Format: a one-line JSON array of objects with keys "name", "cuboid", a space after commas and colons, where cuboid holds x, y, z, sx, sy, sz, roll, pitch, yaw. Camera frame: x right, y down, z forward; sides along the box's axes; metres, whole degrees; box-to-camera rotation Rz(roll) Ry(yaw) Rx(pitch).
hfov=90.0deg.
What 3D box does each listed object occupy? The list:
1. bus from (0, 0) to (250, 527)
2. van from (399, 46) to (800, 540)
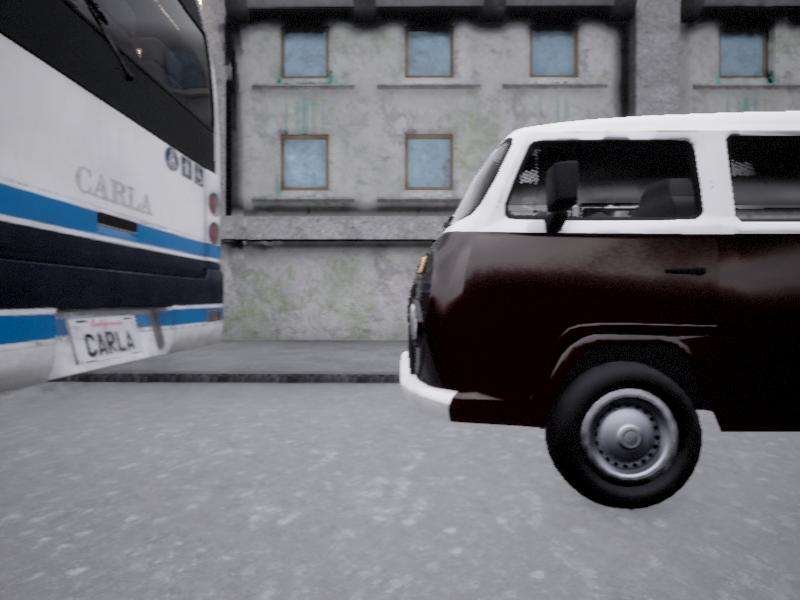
[{"name": "bus", "cuboid": [-6.868, -1.146, 2.642, 10.273, 4.253, 3.944, 0, 0, 1]}, {"name": "van", "cuboid": [2.246, -0.026, 2.678, 4.480, 2.038, 2.069, 0, 0, 1]}]
